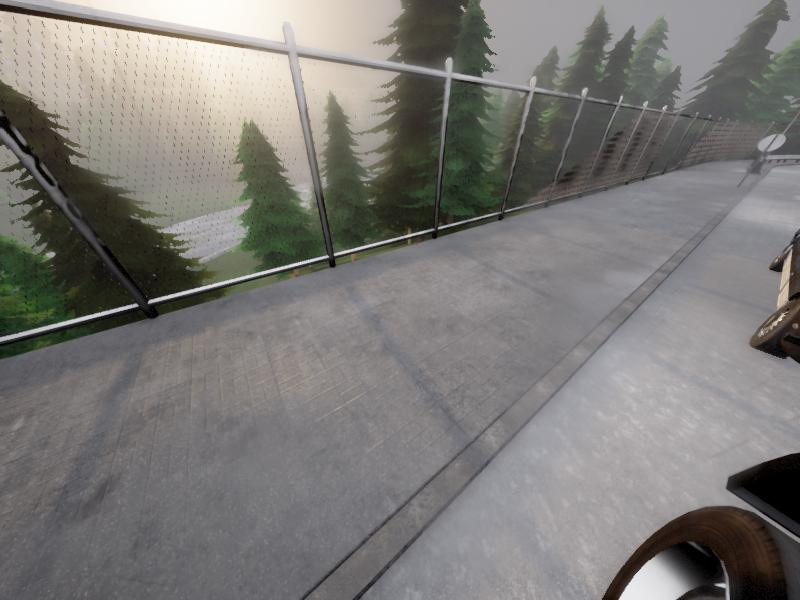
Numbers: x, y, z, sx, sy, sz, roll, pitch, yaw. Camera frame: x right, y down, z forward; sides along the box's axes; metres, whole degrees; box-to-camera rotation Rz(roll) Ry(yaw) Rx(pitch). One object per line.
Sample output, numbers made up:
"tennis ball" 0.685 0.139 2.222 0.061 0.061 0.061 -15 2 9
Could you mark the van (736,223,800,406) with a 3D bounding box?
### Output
"van" 6.826 -0.675 2.632 5.915 2.561 1.988 -22 41 -28
